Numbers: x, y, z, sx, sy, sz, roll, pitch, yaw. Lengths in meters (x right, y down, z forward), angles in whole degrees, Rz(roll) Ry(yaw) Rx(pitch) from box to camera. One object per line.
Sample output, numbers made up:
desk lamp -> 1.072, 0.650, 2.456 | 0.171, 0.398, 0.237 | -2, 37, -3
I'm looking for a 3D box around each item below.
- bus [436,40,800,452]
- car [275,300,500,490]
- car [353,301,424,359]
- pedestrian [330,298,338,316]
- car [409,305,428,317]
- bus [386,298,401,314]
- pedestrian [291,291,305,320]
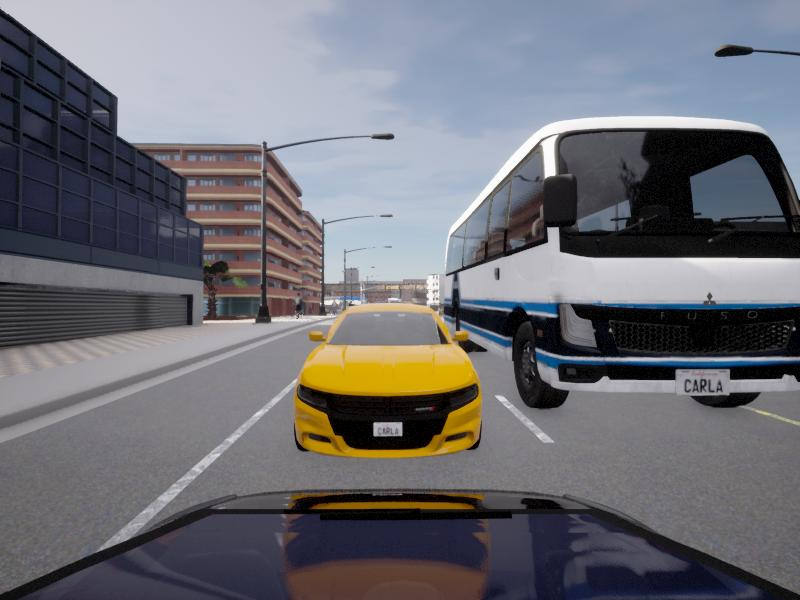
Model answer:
bus -> 3.384, -0.601, 9.306 | 3.944, 4.253, 10.273 | 0, 1, -1
car -> -0.158, 0.790, 5.854 | 1.882, 1.535, 5.008 | 0, 1, -1
car -> -0.325, 0.768, 12.619 | 1.812, 1.442, 4.674 | 0, 1, -1
pedestrian -> -7.143, 0.763, 43.393 | 0.751, 1.860, 0.751 | 0, -1, -1
car -> 2.334, 1.423, 50.644 | 2.033, 1.411, 5.357 | 0, -2, -1
bus -> -1.668, 1.633, 108.956 | 3.944, 4.253, 10.273 | 0, -1, 1
pedestrian -> -6.769, 0.373, 26.667 | 0.751, 1.860, 0.751 | 0, -1, -1
